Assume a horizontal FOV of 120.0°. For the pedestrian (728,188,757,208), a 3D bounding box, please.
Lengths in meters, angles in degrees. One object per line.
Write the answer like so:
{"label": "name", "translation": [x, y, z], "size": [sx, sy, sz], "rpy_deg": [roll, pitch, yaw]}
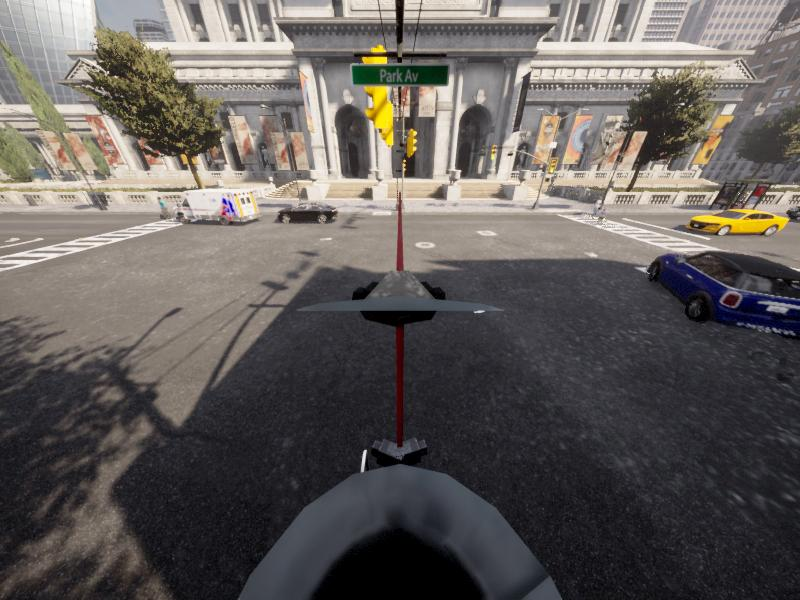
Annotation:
{"label": "pedestrian", "translation": [36.774, -10.987, 24.821], "size": [0.751, 1.860, 0.751], "rpy_deg": [-5, 30, -9]}

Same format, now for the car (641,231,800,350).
{"label": "car", "translation": [10.368, -0.698, 7.419], "size": [2.097, 1.767, 4.553], "rpy_deg": [14, 33, 23]}

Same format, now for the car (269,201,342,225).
{"label": "car", "translation": [-7.556, -7.179, 18.929], "size": [4.902, 1.511, 2.128], "rpy_deg": [0, 30, 0]}

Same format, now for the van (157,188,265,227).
{"label": "van", "translation": [-14.794, -7.440, 18.464], "size": [6.366, 2.431, 2.351], "rpy_deg": [4, 30, 7]}

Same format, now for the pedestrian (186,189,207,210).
{"label": "pedestrian", "translation": [-20.636, -10.188, 23.439], "size": [0.751, 1.860, 0.751], "rpy_deg": [4, 30, 8]}

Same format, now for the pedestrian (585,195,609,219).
{"label": "pedestrian", "translation": [17.128, -8.091, 20.111], "size": [0.751, 1.860, 0.751], "rpy_deg": [5, 30, 9]}

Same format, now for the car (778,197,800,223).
{"label": "car", "translation": [34.831, -7.195, 18.587], "size": [4.605, 1.855, 1.932], "rpy_deg": [0, 30, 0]}

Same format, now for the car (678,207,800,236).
{"label": "car", "translation": [22.853, -5.344, 15.723], "size": [5.008, 1.535, 1.882], "rpy_deg": [0, 30, 0]}

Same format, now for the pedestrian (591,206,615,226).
{"label": "pedestrian", "translation": [15.770, -6.530, 17.967], "size": [0.751, 1.300, 0.751], "rpy_deg": [2, 30, 3]}

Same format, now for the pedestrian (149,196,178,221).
{"label": "pedestrian", "translation": [-19.735, -7.639, 19.327], "size": [0.751, 1.860, 0.751], "rpy_deg": [-1, 30, -1]}
